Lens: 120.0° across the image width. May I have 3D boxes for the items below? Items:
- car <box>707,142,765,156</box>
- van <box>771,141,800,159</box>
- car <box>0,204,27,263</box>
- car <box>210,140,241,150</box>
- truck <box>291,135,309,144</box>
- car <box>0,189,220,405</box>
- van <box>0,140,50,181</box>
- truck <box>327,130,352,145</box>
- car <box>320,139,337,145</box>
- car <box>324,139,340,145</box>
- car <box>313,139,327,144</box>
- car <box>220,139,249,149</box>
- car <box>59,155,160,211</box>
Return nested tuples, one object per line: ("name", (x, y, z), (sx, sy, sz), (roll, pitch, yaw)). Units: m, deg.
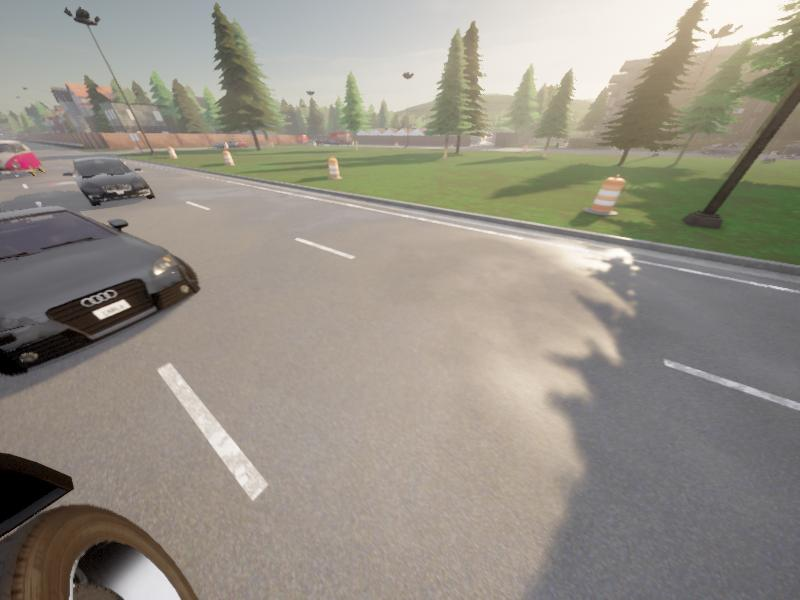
("car", (53.493, -24.171, 36.945), (4.611, 1.667, 2.242), (22, 41, 27))
("van", (53.164, -19.521, 30.096), (4.442, 1.987, 1.775), (22, 41, 28))
("car", (-11.100, -1.949, 5.173), (5.027, 1.651, 2.152), (22, 41, 27))
("car", (-36.167, -32.234, 47.964), (2.007, 1.525, 4.514), (18, 39, 24))
("truck", (-34.731, -55.774, 80.361), (5.204, 2.467, 2.627), (22, 41, 27))
("car", (-5.272, -0.565, 3.485), (4.181, 1.385, 1.994), (17, 40, 23))
("van", (-24.930, -8.954, 14.673), (1.775, 1.987, 4.442), (-29, 45, -35))
("truck", (-20.376, -54.690, 77.742), (8.468, 3.827, 2.891), (22, 41, 27))
("car", (-22.527, -49.699, 72.662), (4.611, 1.667, 2.242), (22, 41, 27))
("car", (-22.385, -52.017, 76.109), (5.027, 1.651, 2.152), (22, 41, 27))
("car", (-28.269, -56.032, 81.628), (4.792, 1.488, 2.163), (22, 41, 27))
("car", (-37.135, -35.176, 52.044), (2.242, 1.667, 4.611), (18, 39, 24))
("car", (-12.293, -5.120, 9.760), (4.892, 1.490, 1.837), (26, 43, 32))
